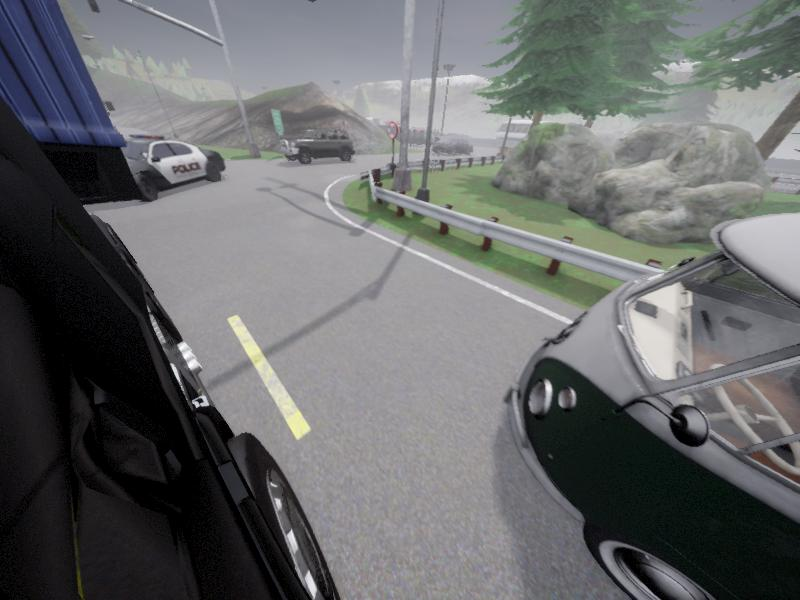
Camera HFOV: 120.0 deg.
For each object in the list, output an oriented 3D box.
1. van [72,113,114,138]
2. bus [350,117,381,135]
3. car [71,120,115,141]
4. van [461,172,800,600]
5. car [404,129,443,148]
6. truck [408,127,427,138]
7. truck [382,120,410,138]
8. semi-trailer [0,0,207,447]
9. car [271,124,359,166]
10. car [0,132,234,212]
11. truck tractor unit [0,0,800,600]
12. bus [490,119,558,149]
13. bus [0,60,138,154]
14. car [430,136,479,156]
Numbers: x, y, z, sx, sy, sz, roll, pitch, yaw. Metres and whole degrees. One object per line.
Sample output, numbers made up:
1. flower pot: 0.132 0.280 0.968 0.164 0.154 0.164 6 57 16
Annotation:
1. van: -35.122 -20.118 26.569 2.069 2.038 4.480 -29 48 -35
2. bus: -10.781 -54.775 72.762 3.944 4.253 10.273 -29 47 -36
3. car: -30.608 -17.014 23.151 2.007 1.525 4.514 -29 47 -35
4. van: 2.735 1.162 0.625 1.775 1.987 4.442 -29 47 -35
5. car: 3.430 -24.080 34.438 5.566 2.045 2.150 32 46 33
6. truck: 5.176 -49.935 68.829 2.627 2.467 5.204 -29 47 -35
7. truck: -1.280 -48.658 65.554 2.891 3.827 8.468 -29 47 -35
8. semi-trailer: -10.021 -1.852 1.438 14.254 4.402 2.717 6 31 1
9. car: -5.064 -9.734 14.481 1.932 1.855 4.605 31 45 33
10. car: -8.282 -4.484 7.641 2.038 1.542 4.974 2 37 -1
11. truck tractor unit: -2.645 -0.295 0.351 6.516 4.208 3.053 28 44 30
12. bus: 23.965 -32.654 45.439 3.944 4.253 10.273 -29 47 -35
13. bus: -24.075 -14.061 17.346 3.944 4.253 10.273 -29 47 -35
14. car: 5.564 -15.446 23.316 2.033 1.411 5.357 32 44 33
